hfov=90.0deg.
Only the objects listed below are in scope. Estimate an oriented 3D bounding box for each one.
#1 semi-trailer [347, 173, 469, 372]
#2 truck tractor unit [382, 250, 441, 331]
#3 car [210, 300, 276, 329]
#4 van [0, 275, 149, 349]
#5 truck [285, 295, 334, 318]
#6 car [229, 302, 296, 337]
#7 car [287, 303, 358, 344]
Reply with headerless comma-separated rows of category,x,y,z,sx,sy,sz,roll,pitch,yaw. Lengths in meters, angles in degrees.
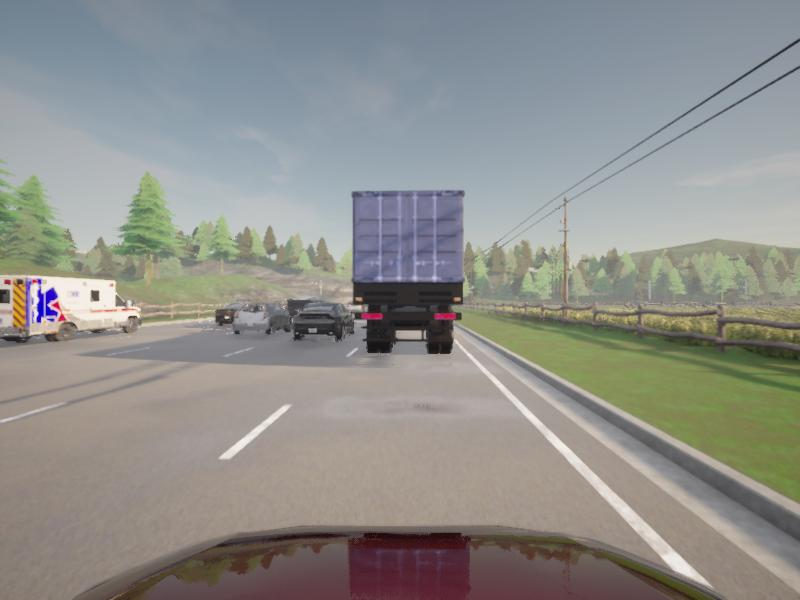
semi-trailer,0.428,-0.601,16.052,2.717,4.402,14.254,0,0,2
truck tractor unit,0.707,-0.495,23.965,3.053,4.208,6.516,0,0,2
car,-9.744,0.799,25.383,1.930,1.638,5.238,0,0,2
van,-13.570,0.395,16.450,2.351,2.431,6.366,0,0,2
truck,-8.640,0.587,38.979,2.390,2.098,6.274,0,0,10
car,-6.466,0.850,19.219,1.845,1.501,3.633,0,0,2
car,-3.051,0.862,16.821,1.837,1.490,4.892,0,-1,2
